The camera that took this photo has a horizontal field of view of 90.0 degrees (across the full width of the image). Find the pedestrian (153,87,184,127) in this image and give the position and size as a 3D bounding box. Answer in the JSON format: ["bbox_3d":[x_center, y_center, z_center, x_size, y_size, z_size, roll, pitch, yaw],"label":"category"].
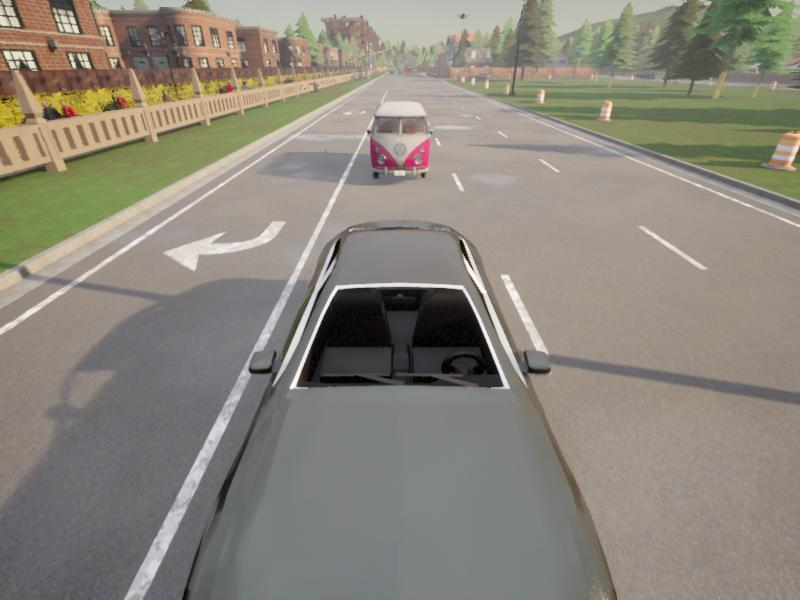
[{"bbox_3d":[-12.374,-10.352,21.479,0.751,1.860,0.751,0,30,-1],"label":"pedestrian"}]

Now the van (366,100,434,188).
[{"bbox_3d":[-0.003,-5.189,12.892,1.775,1.987,4.442,0,30,0],"label":"van"}]

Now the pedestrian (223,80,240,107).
[{"bbox_3d":[-13.485,-16.527,32.027,0.751,1.860,0.751,0,30,0],"label":"pedestrian"}]

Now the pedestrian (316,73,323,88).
[{"bbox_3d":[-12.210,-33.184,60.479,0.751,1.860,0.751,0,30,0],"label":"pedestrian"}]

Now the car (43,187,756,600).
[{"bbox_3d":[-0.001,0.486,3.555,2.152,1.651,5.027,0,30,0],"label":"car"}]

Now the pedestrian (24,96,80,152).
[{"bbox_3d":[-13.138,-6.656,15.166,0.751,1.860,0.751,2,30,3],"label":"pedestrian"}]

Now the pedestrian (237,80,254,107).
[{"bbox_3d":[-12.329,-16.516,32.009,0.751,1.860,0.751,0,30,0],"label":"pedestrian"}]

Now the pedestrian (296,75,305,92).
[{"bbox_3d":[-12.626,-27.485,50.744,0.751,1.860,0.751,-1,30,-2],"label":"pedestrian"}]

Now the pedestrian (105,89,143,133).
[{"bbox_3d":[-13.458,-9.211,19.530,0.751,1.860,0.751,1,30,2],"label":"pedestrian"}]

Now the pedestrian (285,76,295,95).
[{"bbox_3d":[-12.585,-24.591,45.801,0.751,1.860,0.751,-3,30,-5],"label":"pedestrian"}]

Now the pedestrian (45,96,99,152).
[{"bbox_3d":[-12.397,-6.662,15.177,0.751,1.860,0.751,0,30,0],"label":"pedestrian"}]
